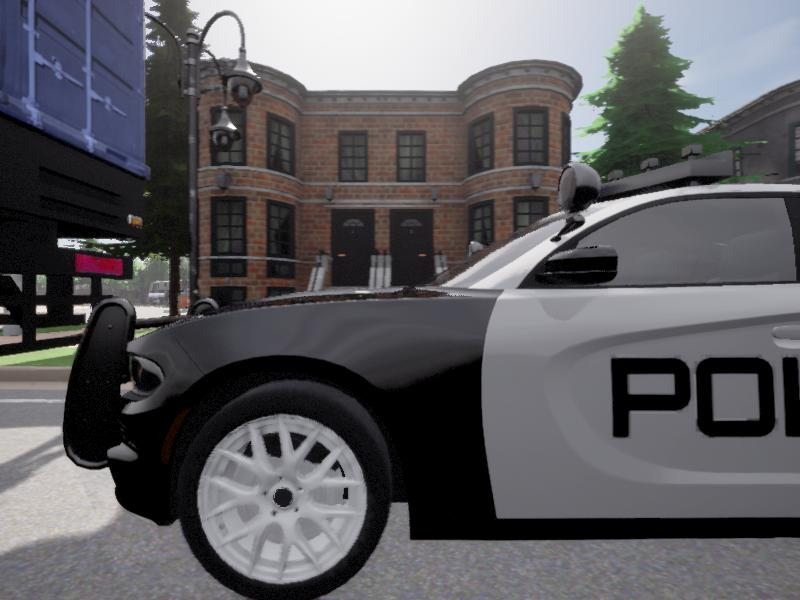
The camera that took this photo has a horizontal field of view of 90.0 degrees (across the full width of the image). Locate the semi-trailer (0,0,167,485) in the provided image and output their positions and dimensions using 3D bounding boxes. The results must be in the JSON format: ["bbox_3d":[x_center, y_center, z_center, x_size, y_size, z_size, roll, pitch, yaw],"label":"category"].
[{"bbox_3d":[-9.214,-1.218,2.166,14.254,4.402,2.717,0,1,0],"label":"semi-trailer"}]

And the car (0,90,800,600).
[{"bbox_3d":[1.121,0.170,2.204,5.238,1.638,1.930,0,0,0],"label":"car"}]

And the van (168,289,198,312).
[{"bbox_3d":[-19.972,0.022,37.001,1.775,1.987,4.442,0,0,-20],"label":"van"}]
